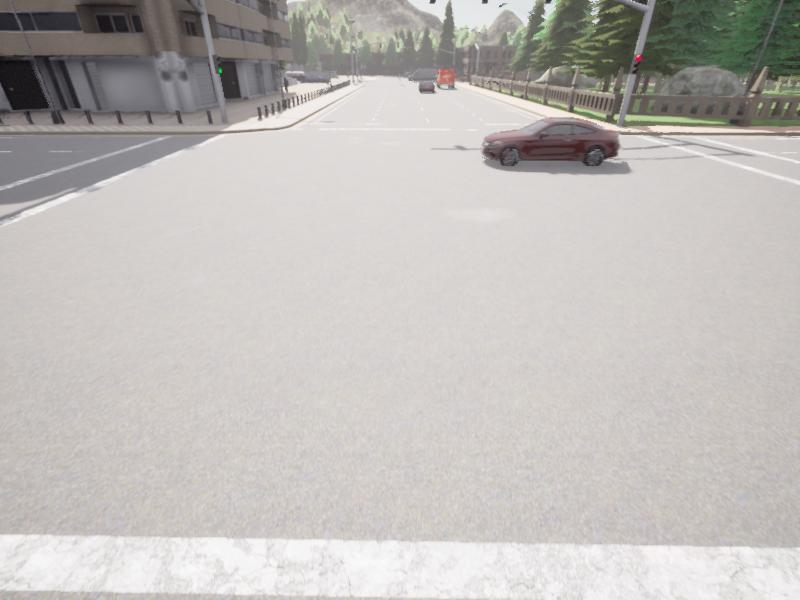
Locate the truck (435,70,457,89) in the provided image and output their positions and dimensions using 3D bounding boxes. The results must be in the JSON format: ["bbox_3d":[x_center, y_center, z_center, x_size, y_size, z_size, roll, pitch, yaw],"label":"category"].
[{"bbox_3d":[7.061,-34.367,62.224,2.627,2.467,5.204,0,30,0],"label":"truck"}]

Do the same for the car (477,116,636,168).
[{"bbox_3d":[5.262,-5.570,14.026,4.674,1.442,1.812,0,30,0],"label":"car"}]

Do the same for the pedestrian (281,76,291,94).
[{"bbox_3d":[-13.125,-24.728,46.006,0.751,1.860,0.751,-4,31,-7],"label":"pedestrian"}]

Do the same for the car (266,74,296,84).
[{"bbox_3d":[-22.599,-42.035,76.143,5.027,1.651,2.152,0,30,0],"label":"car"}]

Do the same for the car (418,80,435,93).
[{"bbox_3d":[3.545,-28.532,53.350,1.994,1.385,4.181,0,30,0],"label":"car"}]

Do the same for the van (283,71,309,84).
[{"bbox_3d":[-20.534,-43.981,79.052,4.480,2.038,2.069,0,30,0],"label":"van"}]

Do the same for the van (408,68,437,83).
[{"bbox_3d":[4.543,-45.966,81.960,5.915,2.561,1.988,0,30,0],"label":"van"}]

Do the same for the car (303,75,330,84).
[{"bbox_3d":[-15.799,-41.929,76.142,4.674,1.442,1.812,1,30,1],"label":"car"}]
